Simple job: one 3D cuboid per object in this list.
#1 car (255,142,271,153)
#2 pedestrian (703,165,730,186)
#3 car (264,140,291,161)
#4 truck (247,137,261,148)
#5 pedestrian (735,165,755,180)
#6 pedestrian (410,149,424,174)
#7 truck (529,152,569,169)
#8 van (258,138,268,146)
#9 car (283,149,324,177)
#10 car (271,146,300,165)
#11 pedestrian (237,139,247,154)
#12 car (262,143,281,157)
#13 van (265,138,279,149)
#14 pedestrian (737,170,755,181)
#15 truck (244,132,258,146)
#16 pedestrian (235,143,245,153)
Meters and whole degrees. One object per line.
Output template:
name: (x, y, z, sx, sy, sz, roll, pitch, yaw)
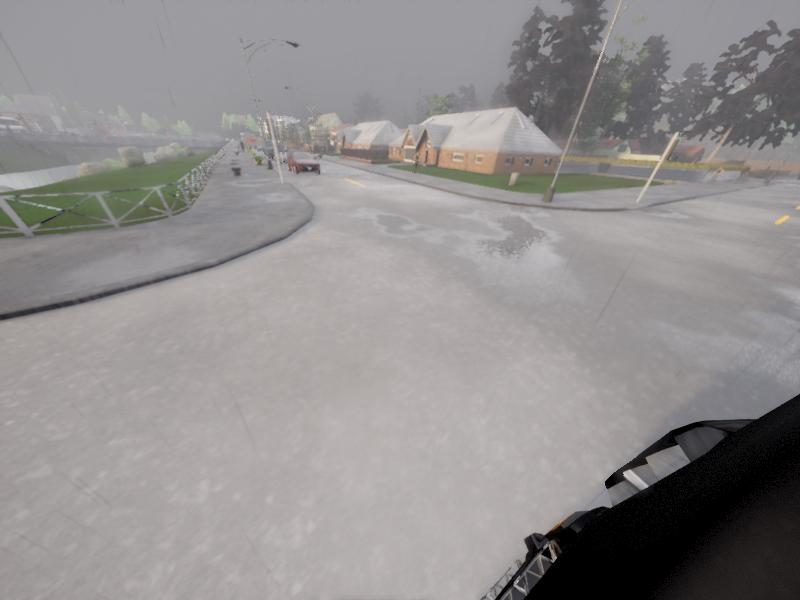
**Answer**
car: (-27.573, -30.751, 46.495, 2.038, 1.542, 4.974, -16, 38, -26)
pedestrian: (33.070, -13.043, 24.145, 0.751, 1.860, 0.751, -15, 37, -24)
car: (-15.837, -19.268, 29.735, 2.150, 2.045, 5.566, -16, 38, -26)
truck: (-43.599, -47.151, 68.974, 2.627, 2.467, 5.204, -16, 38, -26)
pedestrian: (50.432, -18.612, 33.825, 0.751, 1.860, 0.751, -17, 38, -27)
pedestrian: (1.484, -12.210, 20.444, 0.751, 1.860, 0.751, -16, 38, -26)
truck: (23.885, -22.438, 37.231, 2.069, 2.038, 4.478, -16, 38, -26)
van: (-51.780, -59.739, 87.233, 2.351, 2.431, 6.366, -16, 38, -26)
car: (-7.812, -11.062, 18.521, 1.882, 1.535, 5.008, -16, 38, -26)
car: (-12.604, -15.815, 25.282, 2.007, 1.525, 4.514, -16, 38, -26)
pedestrian: (-24.676, -24.045, 36.142, 0.751, 1.860, 0.751, -15, 38, -25)
car: (-19.371, -22.601, 34.851, 1.851, 1.617, 3.988, -16, 38, -26)
van: (-35.847, -43.843, 64.652, 2.351, 2.431, 6.366, -16, 38, -26)
pedestrian: (48.479, -17.432, 32.409, 0.751, 1.300, 0.751, -13, 37, -23)
truck: (-51.064, -55.187, 79.210, 2.891, 3.827, 8.468, -16, 38, -26)
pedestrian: (-26.308, -24.962, 37.895, 0.751, 1.300, 0.751, 21, 38, 25)
